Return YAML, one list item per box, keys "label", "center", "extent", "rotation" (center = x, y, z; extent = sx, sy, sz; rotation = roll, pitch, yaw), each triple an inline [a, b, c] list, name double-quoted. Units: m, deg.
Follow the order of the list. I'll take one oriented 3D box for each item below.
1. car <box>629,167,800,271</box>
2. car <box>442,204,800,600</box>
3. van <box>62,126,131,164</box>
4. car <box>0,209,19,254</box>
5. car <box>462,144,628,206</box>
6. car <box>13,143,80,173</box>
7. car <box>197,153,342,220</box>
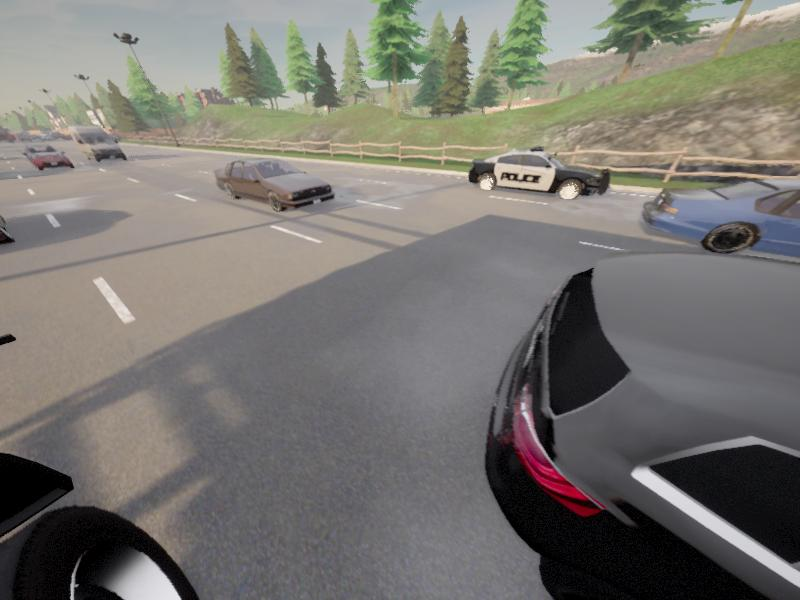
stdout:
- label: "car"
  center: [8.478, -1.537, 4.578]
  extent: [5.357, 1.411, 2.033]
  rotation: [22, 42, 27]
- label: "car"
  center: [2.828, 1.118, 0.811]
  extent: [4.611, 1.667, 2.242]
  rotation: [22, 42, 27]
- label: "van"
  center: [-26.935, -13.852, 20.527]
  extent: [5.915, 2.561, 1.988]
  rotation: [22, 42, 27]
- label: "car"
  center: [-11.237, -1.943, 5.309]
  extent: [4.181, 1.385, 1.994]
  rotation: [22, 42, 27]
- label: "car"
  center: [5.539, -5.360, 9.553]
  extent: [5.238, 1.638, 1.930]
  rotation: [22, 42, 27]
- label: "car"
  center: [-24.847, -10.065, 16.246]
  extent: [3.633, 1.501, 1.845]
  rotation: [22, 42, 27]
- label: "car"
  center: [-4.927, -4.449, 8.618]
  extent: [5.357, 1.411, 2.033]
  rotation: [22, 42, 27]
